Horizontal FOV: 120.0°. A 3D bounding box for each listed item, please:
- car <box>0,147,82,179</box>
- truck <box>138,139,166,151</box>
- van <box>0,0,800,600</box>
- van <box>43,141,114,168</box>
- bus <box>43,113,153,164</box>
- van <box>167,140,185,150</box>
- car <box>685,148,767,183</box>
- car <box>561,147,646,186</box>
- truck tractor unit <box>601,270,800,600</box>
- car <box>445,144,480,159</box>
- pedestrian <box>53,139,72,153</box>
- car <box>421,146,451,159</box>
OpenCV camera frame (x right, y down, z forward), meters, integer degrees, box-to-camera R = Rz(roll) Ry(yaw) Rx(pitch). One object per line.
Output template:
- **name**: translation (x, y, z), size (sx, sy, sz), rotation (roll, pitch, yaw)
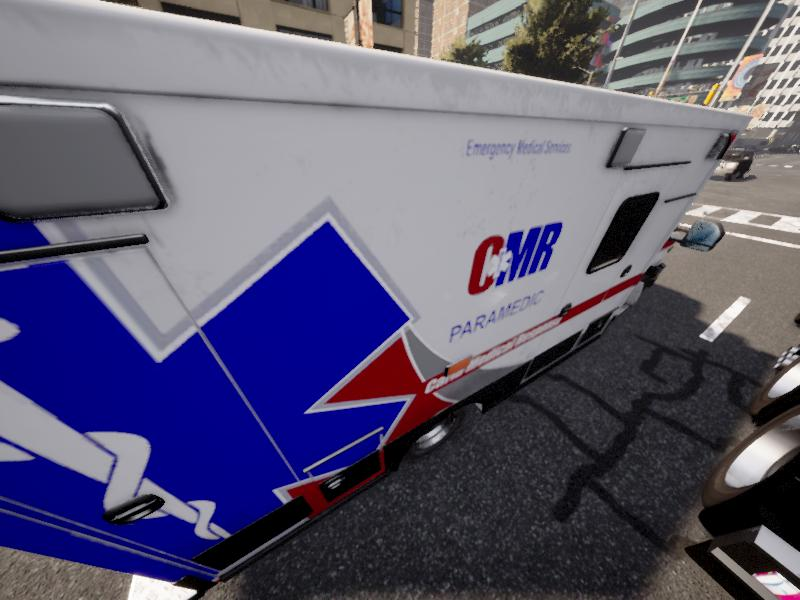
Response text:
- **car**: translation (-27.145, -10.380, 17.292), size (1.930, 1.638, 5.238), rotation (-18, 39, -24)
- **truck**: translation (-54.338, -34.115, 50.794), size (2.390, 2.098, 6.274), rotation (-18, 39, -24)
- **van**: translation (0.983, -0.549, 2.666), size (6.366, 2.431, 2.351), rotation (-18, 39, -24)
- **van**: translation (-30.737, -14.177, 22.371), size (2.069, 2.038, 4.480), rotation (-18, 39, -24)
- **bus**: translation (-35.122, -19.390, 27.891), size (3.944, 4.253, 10.273), rotation (-18, 39, -24)
- **van**: translation (-53.089, -36.823, 54.783), size (1.775, 1.987, 4.442), rotation (-18, 39, -24)
- **car**: translation (22.641, -9.462, 16.076), size (4.605, 1.855, 1.932), rotation (-17, 38, -24)
- **car**: translation (13.153, -8.757, 14.999), size (4.605, 1.855, 1.932), rotation (-18, 39, -24)
- **truck tractor unit**: translation (5.125, -0.284, 0.775), size (6.516, 4.208, 3.053), rotation (-18, 39, -24)
- **car**: translation (9.069, -21.812, 33.893), size (2.242, 1.667, 4.611), rotation (-18, 39, -24)
- **pedestrian**: translation (-55.235, -25.148, 37.816), size (0.751, 1.860, 0.751), rotation (-18, 39, -25)
- **car**: translation (5.136, -21.692, 33.895), size (1.812, 1.442, 4.674), rotation (-18, 39, -24)
